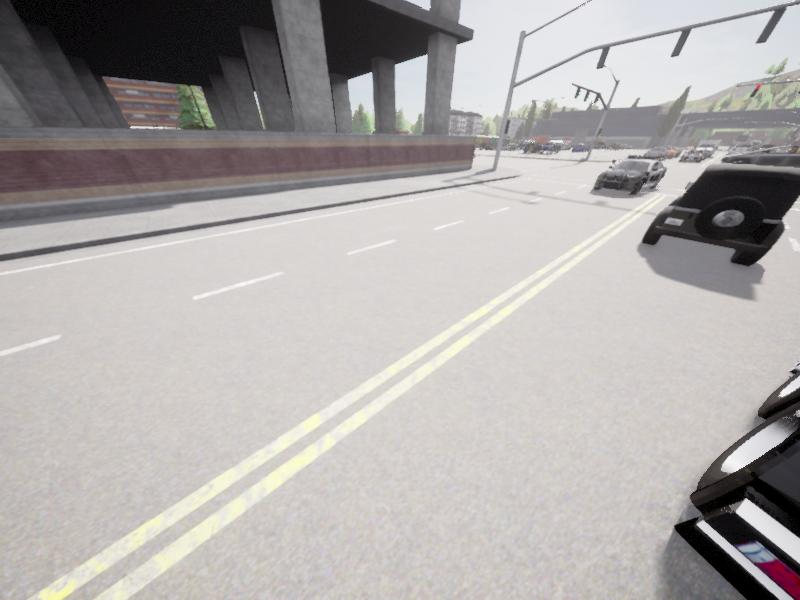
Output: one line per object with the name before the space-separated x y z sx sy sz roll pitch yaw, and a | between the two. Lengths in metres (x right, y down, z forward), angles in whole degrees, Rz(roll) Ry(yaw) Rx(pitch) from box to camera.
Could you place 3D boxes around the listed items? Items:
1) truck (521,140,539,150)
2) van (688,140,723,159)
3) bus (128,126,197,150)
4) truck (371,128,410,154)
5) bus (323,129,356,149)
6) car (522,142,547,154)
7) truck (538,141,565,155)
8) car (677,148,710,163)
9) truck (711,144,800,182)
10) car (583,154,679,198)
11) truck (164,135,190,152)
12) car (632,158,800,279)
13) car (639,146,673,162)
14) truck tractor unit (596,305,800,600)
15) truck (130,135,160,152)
truck | 34.298 -40.973 61.054 4.478 2.038 2.069 -25 42 -31
van | 50.965 -25.143 38.464 6.366 2.431 2.351 -25 42 -32
bus | -55.605 -38.347 54.746 10.273 4.253 3.944 -25 42 -31
truck | -1.952 -30.615 44.466 2.891 3.827 8.468 -25 42 -32
bus | -16.561 -43.958 63.088 3.944 4.253 10.273 -25 42 -32
car | 24.869 -28.094 42.645 4.605 1.855 1.932 -25 42 -31
truck | 26.756 -26.906 40.795 4.478 2.038 2.069 -25 42 -31
car | 38.651 -19.015 30.378 3.806 1.475 1.970 -25 42 -32
truck | 27.383 -9.665 16.256 2.390 2.098 6.274 -26 43 -32
car | 12.589 -6.863 12.541 5.238 1.638 1.930 -21 40 -28
truck | -42.487 -29.848 43.968 2.615 2.467 5.204 -25 42 -31
car | 7.999 -2.305 5.734 3.866 1.878 1.905 -25 42 -32
car | 35.218 -20.067 31.725 4.856 1.649 2.033 -25 42 -32
truck tractor unit | 5.191 -0.209 0.693 6.516 4.208 3.053 -15 38 -21
truck | -45.822 -28.301 41.716 2.615 2.467 5.204 -25 42 -31
